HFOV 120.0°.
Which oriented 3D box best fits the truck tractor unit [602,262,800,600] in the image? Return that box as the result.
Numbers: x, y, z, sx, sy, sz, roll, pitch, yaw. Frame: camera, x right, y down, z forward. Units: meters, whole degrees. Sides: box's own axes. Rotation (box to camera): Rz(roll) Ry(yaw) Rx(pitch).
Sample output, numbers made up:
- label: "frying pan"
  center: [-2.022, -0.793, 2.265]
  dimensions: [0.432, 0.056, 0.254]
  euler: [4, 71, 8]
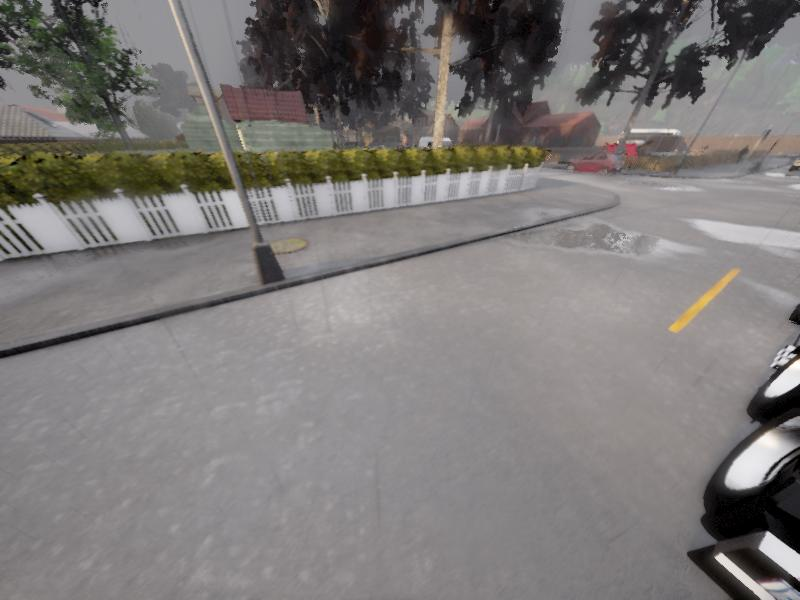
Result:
- label: "truck tractor unit"
  center: [5.111, -0.300, 0.793]
  dimensions: [6.516, 4.208, 3.053]
  euler: [-18, 39, -24]

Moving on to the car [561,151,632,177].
- label: "car"
  center: [15.523, -10.941, 18.519]
  dimensions: [1.845, 1.501, 3.633]
  euler: [-16, 38, -22]

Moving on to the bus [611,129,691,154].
- label: "bus"
  center: [54.441, -34.787, 50.730]
  dimensions: [3.944, 4.253, 10.273]
  euler: [-18, 39, -24]

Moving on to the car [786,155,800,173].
- label: "car"
  center: [37.732, -12.640, 20.843]
  dimensions: [4.605, 1.855, 1.932]
  euler: [-18, 39, -24]

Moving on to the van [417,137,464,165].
- label: "van"
  center: [4.573, -17.784, 27.395]
  dimensions: [1.988, 2.561, 5.915]
  euler: [-18, 39, -24]

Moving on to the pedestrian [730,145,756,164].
- label: "pedestrian"
  center: [38.759, -16.462, 26.135]
  dimensions: [0.751, 1.860, 0.751]
  euler: [-18, 39, -24]

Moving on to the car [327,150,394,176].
- label: "car"
  center: [-2.726, -9.844, 16.475]
  dimensions: [4.181, 1.381, 1.994]
  euler: [-18, 39, -24]
